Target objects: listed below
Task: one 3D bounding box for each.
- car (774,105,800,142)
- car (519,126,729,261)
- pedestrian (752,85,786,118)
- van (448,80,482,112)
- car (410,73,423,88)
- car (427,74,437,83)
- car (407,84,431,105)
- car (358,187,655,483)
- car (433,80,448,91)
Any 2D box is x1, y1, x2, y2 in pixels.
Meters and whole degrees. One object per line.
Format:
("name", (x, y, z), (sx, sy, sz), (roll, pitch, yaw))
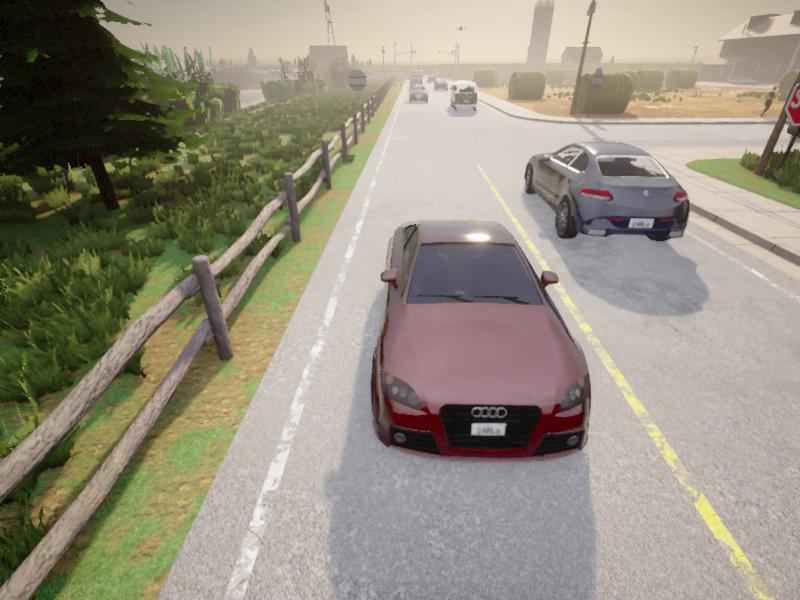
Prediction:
("car", (21.130, -8.235, 18.720), (4.792, 1.488, 2.163), (-1, 30, -1))
("car", (4.382, -2.724, 9.067), (2.152, 1.651, 5.027), (2, 30, 3))
("pedestrian", (24.023, -12.939, 26.048), (0.751, 1.860, 0.751), (-9, 31, -14))
("van", (5.117, -16.423, 32.125), (2.069, 2.038, 4.480), (1, 31, 1))
("car", (2.755, -37.066, 67.478), (2.150, 2.045, 5.566), (1, 30, 1))
("car", (6.865, -47.855, 86.356), (1.930, 1.638, 5.238), (1, 30, 1))
("car", (1.788, -19.938, 38.662), (2.128, 1.511, 4.902), (1, 30, 1))
("car", (0.754, -0.118, 4.853), (1.994, 1.385, 4.181), (1, 30, 1))
("car", (6.040, -32.141, 59.782), (1.895, 1.301, 4.718), (1, 30, 1))
